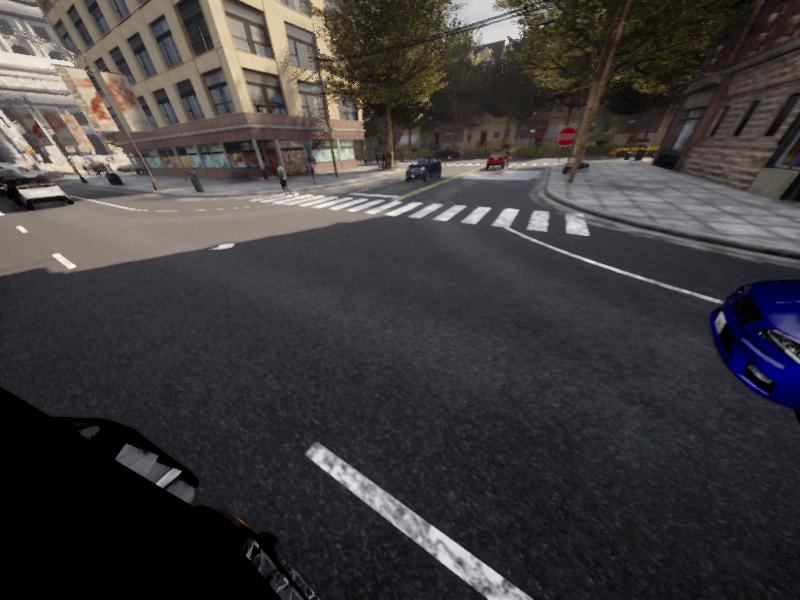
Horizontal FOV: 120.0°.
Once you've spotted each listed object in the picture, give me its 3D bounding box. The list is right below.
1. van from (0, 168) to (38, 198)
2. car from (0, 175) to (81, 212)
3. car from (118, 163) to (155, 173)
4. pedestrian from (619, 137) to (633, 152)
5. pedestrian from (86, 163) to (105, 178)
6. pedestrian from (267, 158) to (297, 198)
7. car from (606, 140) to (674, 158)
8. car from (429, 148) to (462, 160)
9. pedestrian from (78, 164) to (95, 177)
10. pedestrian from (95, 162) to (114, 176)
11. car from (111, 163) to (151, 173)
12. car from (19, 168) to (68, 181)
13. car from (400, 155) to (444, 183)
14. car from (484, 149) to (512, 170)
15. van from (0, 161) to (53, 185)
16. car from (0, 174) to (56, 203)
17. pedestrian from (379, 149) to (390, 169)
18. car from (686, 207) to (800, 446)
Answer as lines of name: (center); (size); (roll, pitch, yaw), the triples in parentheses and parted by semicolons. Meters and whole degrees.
van: (-33.163, -9.911, 19.418); (4.442, 1.987, 1.775); (16, 38, 26)
car: (-21.933, -6.521, 13.937); (4.514, 1.525, 2.007); (16, 38, 26)
car: (-51.330, -25.780, 45.119); (1.994, 1.385, 4.181); (16, 38, 26)
pedestrian: (34.139, -23.525, 34.934); (0.751, 1.860, 0.751); (17, 38, 27)
pedestrian: (-45.576, -19.377, 34.613); (0.751, 1.860, 0.751); (12, 36, 21)
pedestrian: (-6.611, -6.855, 13.008); (0.751, 1.860, 0.751); (19, 39, 29)
car: (29.012, -18.432, 28.203); (5.366, 1.575, 1.801); (16, 38, 26)
car: (7.572, -24.389, 38.726); (5.008, 1.535, 1.882); (23, 41, 33)
pedestrian: (-51.911, -21.512, 38.275); (0.751, 1.860, 0.751); (16, 38, 26)
pedestrian: (-44.330, -19.641, 34.647); (0.751, 1.860, 0.751); (-1, 34, 3)
car: (-54.274, -26.768, 46.742); (2.163, 1.488, 4.792); (16, 38, 26)
car: (-54.209, -19.185, 35.244); (1.845, 1.501, 3.633); (16, 38, 26)
car: (1.736, -9.736, 17.094); (1.845, 1.501, 3.633); (15, 37, 25)
car: (9.688, -13.876, 22.730); (1.789, 1.549, 3.705); (15, 37, 25)
van: (-52.942, -16.959, 31.028); (2.351, 2.431, 6.366); (16, 38, 26)
car: (-27.354, -8.096, 16.687); (3.633, 1.501, 1.845); (16, 38, 26)
pedestrian: (-1.697, -15.610, 25.560); (0.751, 1.860, 0.751); (27, 44, 37)
car: (5.012, 0.737, 1.151); (4.193, 1.474, 1.816); (26, 43, 35)
